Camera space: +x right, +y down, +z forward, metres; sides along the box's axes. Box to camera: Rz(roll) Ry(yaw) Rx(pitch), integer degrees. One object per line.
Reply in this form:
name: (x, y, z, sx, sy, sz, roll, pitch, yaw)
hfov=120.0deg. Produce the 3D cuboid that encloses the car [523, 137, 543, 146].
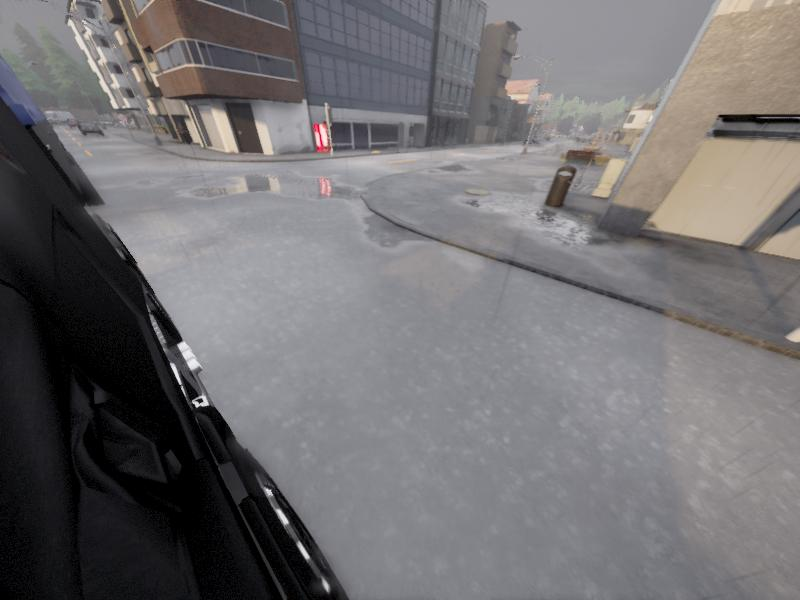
car: (25.719, -30.714, 44.608, 1.895, 1.301, 4.718, 28, 44, 30)

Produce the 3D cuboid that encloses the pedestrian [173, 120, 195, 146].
pedestrian: (-19.329, -14.915, 20.679, 0.751, 1.860, 0.751, -24, 44, -30)

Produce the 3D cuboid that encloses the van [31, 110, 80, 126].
van: (-76.344, -40.495, 51.453, 1.988, 2.561, 5.915, -4, 37, -5)

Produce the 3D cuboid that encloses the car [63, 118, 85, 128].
car: (-66.184, -35.979, 46.935, 4.181, 1.385, 1.994, 28, 44, 30)

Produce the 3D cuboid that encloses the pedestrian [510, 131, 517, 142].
pedestrian: (24.175, -34.810, 49.286, 0.751, 1.860, 0.751, 21, 41, 23)

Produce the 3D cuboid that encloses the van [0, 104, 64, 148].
van: (-30.210, -14.217, 18.870, 5.915, 2.561, 1.988, 28, 44, 30)

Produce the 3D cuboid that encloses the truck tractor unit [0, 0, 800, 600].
truck tractor unit: (-2.645, -0.295, 0.352, 6.516, 4.208, 3.053, 28, 44, 30)

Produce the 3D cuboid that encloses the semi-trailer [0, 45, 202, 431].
semi-trailer: (-8.707, -3.576, 4.251, 14.254, 4.402, 2.717, 28, 44, 30)

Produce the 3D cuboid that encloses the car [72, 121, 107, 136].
car: (-40.730, -22.483, 30.270, 5.357, 1.411, 2.033, 28, 44, 30)
